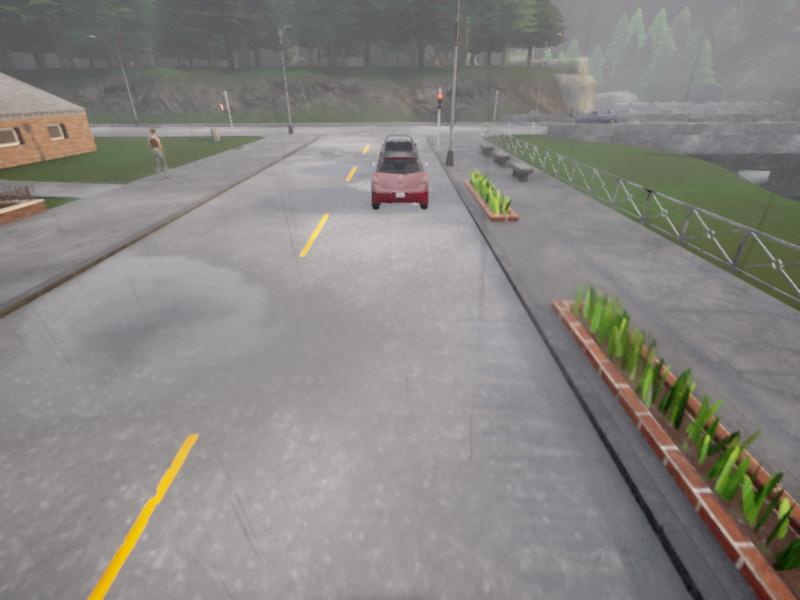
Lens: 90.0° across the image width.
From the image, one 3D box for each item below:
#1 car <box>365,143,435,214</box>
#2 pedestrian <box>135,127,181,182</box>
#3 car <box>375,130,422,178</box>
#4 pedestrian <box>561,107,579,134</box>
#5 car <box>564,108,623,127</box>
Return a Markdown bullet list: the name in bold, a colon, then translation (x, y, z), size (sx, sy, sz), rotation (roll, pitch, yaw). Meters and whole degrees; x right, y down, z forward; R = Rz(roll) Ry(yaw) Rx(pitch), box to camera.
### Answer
- **car**: translation (-0.001, -3.924, 12.547), size (1.845, 1.501, 3.633), rotation (0, 27, 0)
- **pedestrian**: translation (-8.957, -5.404, 14.857), size (0.751, 1.860, 0.751), rotation (1, 27, 2)
- **car**: translation (-0.035, -6.582, 17.763), size (1.816, 1.474, 4.193), rotation (0, 27, 0)
- **pedestrian**: translation (13.562, -14.331, 31.948), size (0.751, 1.860, 0.751), rotation (0, 27, 0)
- **car**: translation (19.433, -18.441, 40.370), size (4.611, 1.667, 2.242), rotation (0, 27, 0)
